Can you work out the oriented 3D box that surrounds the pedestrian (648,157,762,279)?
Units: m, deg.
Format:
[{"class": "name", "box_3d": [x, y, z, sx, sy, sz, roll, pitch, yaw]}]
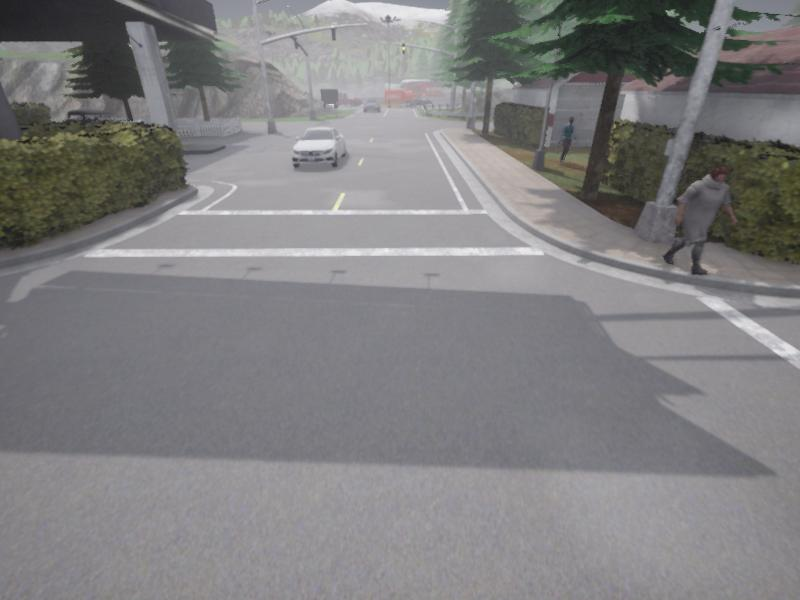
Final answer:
[{"class": "pedestrian", "box_3d": [5.087, -1.380, 6.809, 0.751, 1.860, 0.751, -5, 29, -8]}]

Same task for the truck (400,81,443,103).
[{"class": "truck", "box_3d": [4.290, -42.260, 81.311, 8.468, 3.827, 2.891, 0, 28, 0]}]

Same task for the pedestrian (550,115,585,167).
[{"class": "pedestrian", "box_3d": [6.641, -6.342, 15.941, 0.751, 1.860, 0.751, 0, 28, 1]}]

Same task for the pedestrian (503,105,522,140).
[{"class": "pedestrian", "box_3d": [6.826, -10.790, 24.315, 0.751, 1.860, 0.751, 0, 28, 1]}]

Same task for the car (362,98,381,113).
[{"class": "car", "box_3d": [-3.453, -24.321, 49.926, 2.038, 1.542, 4.974, 0, 28, 0]}]

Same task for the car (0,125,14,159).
[{"class": "car", "box_3d": [-22.154, -7.565, 19.172, 4.611, 1.667, 2.242, 0, 28, 0]}]

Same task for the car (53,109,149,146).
[{"class": "car", "box_3d": [-17.827, -10.400, 24.085, 3.866, 1.878, 1.905, 0, 28, 0]}]

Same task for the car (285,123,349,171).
[{"class": "car", "box_3d": [-3.507, -6.897, 17.738, 1.812, 1.442, 4.674, -1, 28, 1]}]

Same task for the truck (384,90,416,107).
[{"class": "truck", "box_3d": [-0.006, -33.389, 66.232, 5.204, 2.467, 2.627, 0, 28, 0]}]

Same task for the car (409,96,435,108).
[{"class": "car", "box_3d": [3.413, -31.003, 62.749, 3.705, 1.549, 1.789, -19, 31, -31]}]

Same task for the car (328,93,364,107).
[{"class": "car", "box_3d": [-8.829, -33.206, 66.387, 5.566, 2.045, 2.150, 0, 28, 0]}]

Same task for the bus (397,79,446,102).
[{"class": "bus", "box_3d": [4.521, -45.698, 87.266, 10.273, 4.253, 3.944, 0, 28, 0]}]
